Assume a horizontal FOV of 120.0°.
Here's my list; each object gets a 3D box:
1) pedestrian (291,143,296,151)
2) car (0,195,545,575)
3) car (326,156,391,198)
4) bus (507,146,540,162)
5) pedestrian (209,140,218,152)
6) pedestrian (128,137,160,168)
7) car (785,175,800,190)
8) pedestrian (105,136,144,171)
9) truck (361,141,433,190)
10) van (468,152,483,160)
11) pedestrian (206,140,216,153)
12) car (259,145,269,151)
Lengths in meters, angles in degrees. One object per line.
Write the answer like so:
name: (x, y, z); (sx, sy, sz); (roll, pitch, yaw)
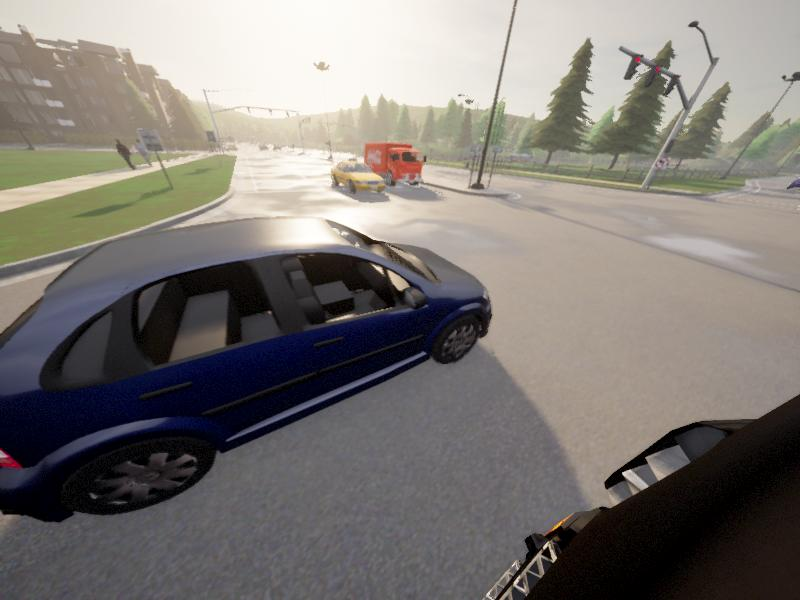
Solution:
pedestrian: (-29.340, -41.988, 63.488); (0.751, 1.860, 0.751); (-14, 37, -23)
car: (-0.818, 0.008, 2.456); (3.988, 1.617, 1.851); (-16, 38, -26)
car: (-2.592, -7.335, 13.485); (1.801, 1.575, 5.366); (-15, 38, -25)
bus: (42.047, -49.845, 78.818); (10.273, 4.253, 3.944); (-16, 38, -26)
pedestrian: (-37.690, -31.164, 46.734); (0.751, 1.860, 0.751); (-13, 36, -22)
pedestrian: (-18.598, -10.722, 16.863); (0.751, 1.860, 0.751); (-13, 36, -22)
car: (47.256, -13.627, 26.808); (4.193, 1.474, 1.816); (-16, 38, -26)
pedestrian: (-17.978, -9.552, 15.136); (0.751, 1.860, 0.751); (-12, 36, -21)
truck: (-0.464, -9.495, 16.103); (2.627, 2.467, 5.204); (-15, 38, -25)
van: (24.180, -46.164, 73.981); (4.442, 1.987, 1.775); (-16, 38, -26)
pedestrian: (-33.700, -27.341, 41.233); (0.751, 1.860, 0.751); (-16, 38, -26)
car: (-38.829, -43.589, 66.040); (1.895, 1.301, 4.718); (-16, 38, -26)
